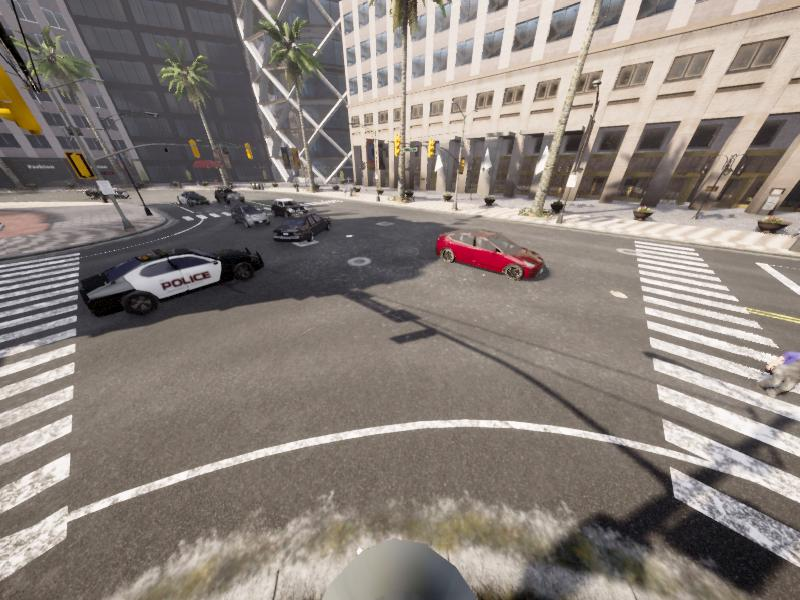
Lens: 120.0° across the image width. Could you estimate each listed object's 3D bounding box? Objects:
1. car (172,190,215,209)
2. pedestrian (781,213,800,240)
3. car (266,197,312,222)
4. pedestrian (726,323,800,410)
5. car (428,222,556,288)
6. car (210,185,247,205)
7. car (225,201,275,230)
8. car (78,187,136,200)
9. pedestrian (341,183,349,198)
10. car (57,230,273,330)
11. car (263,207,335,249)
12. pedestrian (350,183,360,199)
[{"bbox_3d":[-24.044,-11.772,26.871,4.974,1.542,2.038,19,35,30],"label":"car"},{"bbox_3d":[24.234,-4.560,13.691,0.751,1.860,0.751,14,33,23],"label":"pedestrian"},{"bbox_3d":[-9.942,-8.205,20.741,3.806,1.475,1.970,23,37,34],"label":"car"},{"bbox_3d":[7.497,1.271,4.455,0.751,1.300,0.751,17,34,26],"label":"pedestrian"},{"bbox_3d":[3.913,-2.300,10.509,4.792,1.488,2.163,23,37,34],"label":"car"},{"bbox_3d":[-21.464,-13.141,28.888,4.605,1.855,1.932,21,36,32],"label":"car"},{"bbox_3d":[-11.817,-6.735,18.140,3.633,1.501,1.845,23,37,34],"label":"car"},{"bbox_3d":[-40.969,-14.963,32.410,4.902,1.511,2.128,1,30,1],"label":"car"},{"bbox_3d":[-7.738,-15.451,32.554,0.751,1.860,0.751,-11,32,-19],"label":"pedestrian"},{"bbox_3d":[-7.817,-1.127,8.427,2.038,1.542,4.974,19,35,30],"label":"car"},{"bbox_3d":[-6.172,-4.883,15.070,2.033,1.411,5.357,2,30,4],"label":"car"},{"bbox_3d":[-6.184,-14.992,31.759,0.751,1.860,0.751,16,34,26],"label":"pedestrian"}]
